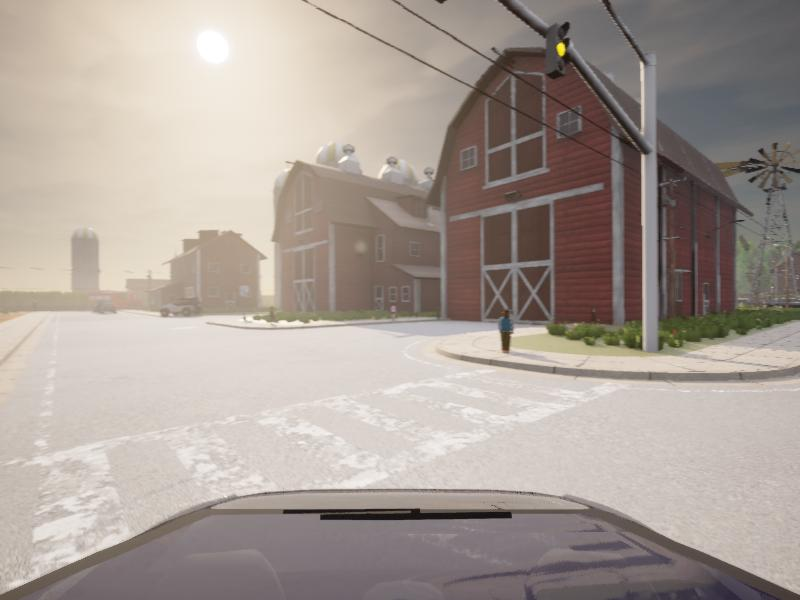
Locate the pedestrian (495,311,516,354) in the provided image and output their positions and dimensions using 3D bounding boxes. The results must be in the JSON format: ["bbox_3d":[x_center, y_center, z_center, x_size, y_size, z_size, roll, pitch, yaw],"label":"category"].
[{"bbox_3d":[2.773,0.832,10.470,0.500,1.100,0.500,0,0,17],"label":"pedestrian"}]

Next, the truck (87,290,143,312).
[{"bbox_3d":[-53.595,0.128,75.367,8.468,3.827,2.891,0,0,-40],"label":"truck"}]

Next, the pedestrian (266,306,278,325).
[{"bbox_3d":[-7.591,0.917,23.679,0.500,1.100,0.500,0,0,39],"label":"pedestrian"}]

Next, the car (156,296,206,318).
[{"bbox_3d":[-21.724,0.655,39.798,3.866,1.878,1.905,-2,5,7],"label":"car"}]

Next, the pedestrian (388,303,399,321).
[{"bbox_3d":[-0.407,0.740,25.275,0.500,1.100,0.500,0,0,-27],"label":"pedestrian"}]

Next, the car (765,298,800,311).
[{"bbox_3d":[45.447,0.508,46.114,2.163,1.488,4.792,0,0,-41],"label":"car"}]
